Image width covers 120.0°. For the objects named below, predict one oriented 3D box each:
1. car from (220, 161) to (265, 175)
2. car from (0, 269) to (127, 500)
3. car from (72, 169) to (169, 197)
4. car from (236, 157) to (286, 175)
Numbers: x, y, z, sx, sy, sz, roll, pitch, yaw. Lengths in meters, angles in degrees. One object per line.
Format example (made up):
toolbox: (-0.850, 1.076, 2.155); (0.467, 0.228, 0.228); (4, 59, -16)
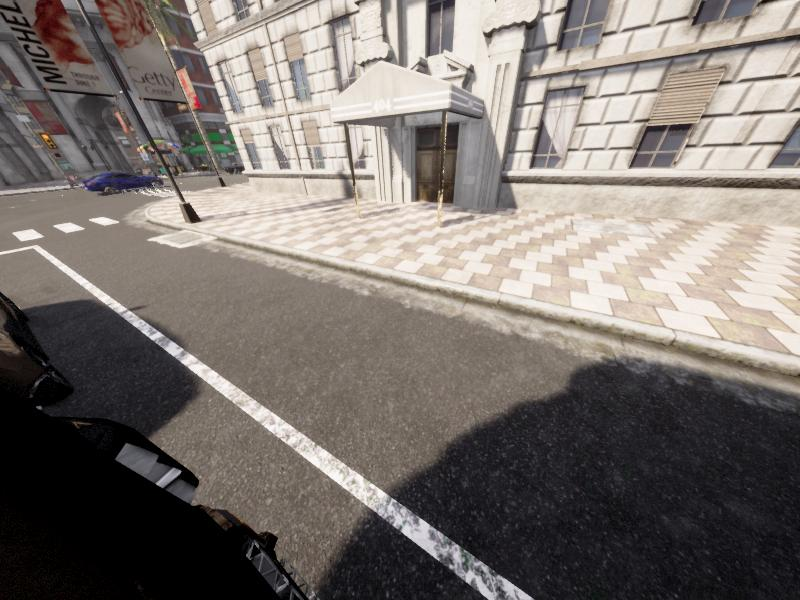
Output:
car: (-21.805, -18.457, 32.251); (1.895, 1.301, 4.718); (16, 38, 27)
car: (-5.464, 0.514, 2.228); (4.902, 1.511, 2.128); (15, 38, 25)
car: (-22.807, -9.784, 19.136); (1.812, 1.442, 4.674); (16, 38, 26)
car: (-18.479, -18.039, 31.053); (1.930, 1.638, 5.238); (16, 38, 26)
